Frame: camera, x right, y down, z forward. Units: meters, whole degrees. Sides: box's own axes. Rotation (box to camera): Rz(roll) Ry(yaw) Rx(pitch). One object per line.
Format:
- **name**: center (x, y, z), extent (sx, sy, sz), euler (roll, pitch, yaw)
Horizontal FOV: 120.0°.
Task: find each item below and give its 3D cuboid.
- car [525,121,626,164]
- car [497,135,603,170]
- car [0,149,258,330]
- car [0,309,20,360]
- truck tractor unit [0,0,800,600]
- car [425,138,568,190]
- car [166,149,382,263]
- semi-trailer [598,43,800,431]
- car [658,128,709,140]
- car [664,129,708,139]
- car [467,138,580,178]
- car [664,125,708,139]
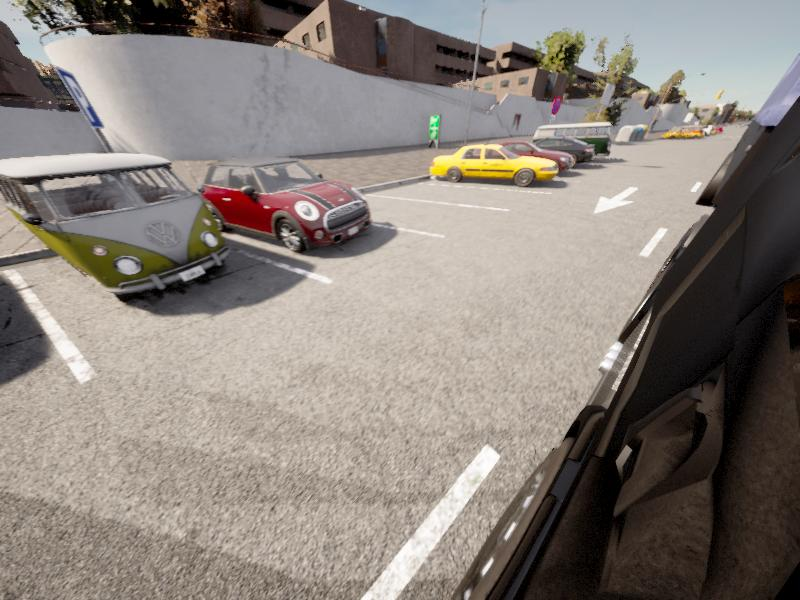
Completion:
- **car**: center (10.770, -9.925, 14.630), extent (4.442, 1.987, 1.878), euler (17, 40, 25)
- **car**: center (8.399, -8.531, 13.341), extent (4.674, 1.452, 2.002), euler (17, 41, 25)
- **car**: center (-5.183, -1.475, 4.202), extent (4.442, 1.987, 1.878), euler (17, 40, 25)
- **car**: center (-7.719, -0.164, 2.966), extent (5.366, 1.575, 1.946), euler (17, 41, 25)
- **truck tractor unit**: center (2.645, -0.295, 0.351), extent (6.516, 4.208, 3.053), euler (-28, 44, -30)
- **car**: center (4.001, -6.106, 10.263), extent (5.366, 1.575, 1.946), euler (17, 40, 25)
- **car**: center (-3.028, -2.640, 5.813), extent (4.553, 1.767, 2.185), euler (17, 40, 25)
- **semi-trailer**: center (8.702, -3.585, 4.252), extent (14.254, 4.402, 2.717), euler (-28, 44, -30)
- **car**: center (50.869, -29.884, 41.650), extent (5.366, 1.575, 1.946), euler (18, 39, 25)
- **car**: center (55.249, -32.218, 44.820), extent (4.792, 1.488, 2.163), euler (18, 40, 25)
- **car**: center (6.119, -7.328, 11.858), extent (4.674, 1.452, 2.002), euler (17, 40, 25)
- **car**: center (53.089, -31.236, 43.082), extent (4.442, 1.987, 1.878), euler (18, 39, 25)
